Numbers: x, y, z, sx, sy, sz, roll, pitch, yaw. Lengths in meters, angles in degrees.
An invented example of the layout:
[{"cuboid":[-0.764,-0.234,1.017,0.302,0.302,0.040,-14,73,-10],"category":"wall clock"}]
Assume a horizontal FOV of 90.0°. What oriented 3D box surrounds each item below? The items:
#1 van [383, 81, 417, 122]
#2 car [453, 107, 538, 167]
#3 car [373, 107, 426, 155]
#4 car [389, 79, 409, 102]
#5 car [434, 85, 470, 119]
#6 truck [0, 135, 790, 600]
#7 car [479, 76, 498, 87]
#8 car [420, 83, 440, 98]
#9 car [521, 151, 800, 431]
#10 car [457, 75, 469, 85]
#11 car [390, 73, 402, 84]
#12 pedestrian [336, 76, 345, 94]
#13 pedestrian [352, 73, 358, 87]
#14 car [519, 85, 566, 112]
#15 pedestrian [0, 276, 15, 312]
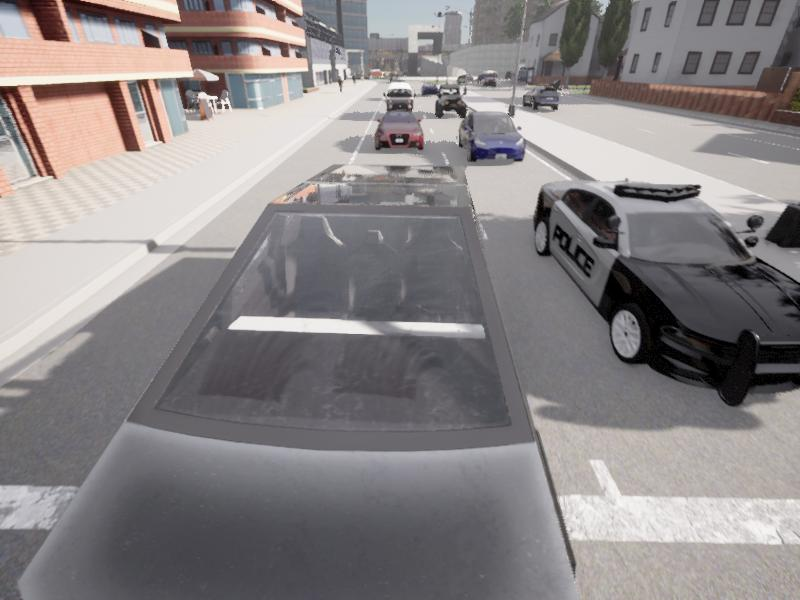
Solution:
[{"cuboid":[-0.062,-13.255,26.612,2.069,2.038,4.480,-1,32,-1],"category":"van"},{"cuboid":[3.468,-6.475,15.598,2.163,1.488,4.792,0,30,0],"category":"car"},{"cuboid":[-0.039,-7.420,17.322,1.994,1.385,4.181,0,30,0],"category":"car"},{"cuboid":[-0.072,-21.201,40.376,1.932,1.855,4.605,0,30,0],"category":"car"},{"cuboid":[3.447,-13.614,27.394,1.905,1.878,3.866,0,30,0],"category":"car"},{"cuboid":[-0.218,-0.054,4.010,2.390,2.098,6.274,2,30,3],"category":"truck"},{"cuboid":[14.896,-36.910,67.574,2.038,1.542,4.974,0,30,0],"category":"car"},{"cuboid":[3.421,-24.112,45.926,1.895,1.301,4.718,0,30,0],"category":"car"},{"cuboid":[3.514,-0.773,5.694,1.930,1.638,5.238,0,30,-1],"category":"car"},{"cuboid":[11.841,-41.565,75.531,2.007,1.525,4.514,3,30,4],"category":"car"},{"cuboid":[-0.824,-44.816,80.738,1.932,1.855,4.605,-3,30,-6],"category":"car"},{"cuboid":[-6.964,-25.292,47.032,0.751,1.860,0.751,1,30,2],"category":"pedestrian"},{"cuboid":[-7.150,-34.665,63.048,0.751,1.860,0.751,0,30,1],"category":"pedestrian"},{"cuboid":[11.439,-16.459,32.518,2.033,1.649,4.856,0,30,0],"category":"car"},{"cuboid":[-5.787,-0.688,4.979,0.751,1.860,0.751,26,39,37],"category":"pedestrian"}]
